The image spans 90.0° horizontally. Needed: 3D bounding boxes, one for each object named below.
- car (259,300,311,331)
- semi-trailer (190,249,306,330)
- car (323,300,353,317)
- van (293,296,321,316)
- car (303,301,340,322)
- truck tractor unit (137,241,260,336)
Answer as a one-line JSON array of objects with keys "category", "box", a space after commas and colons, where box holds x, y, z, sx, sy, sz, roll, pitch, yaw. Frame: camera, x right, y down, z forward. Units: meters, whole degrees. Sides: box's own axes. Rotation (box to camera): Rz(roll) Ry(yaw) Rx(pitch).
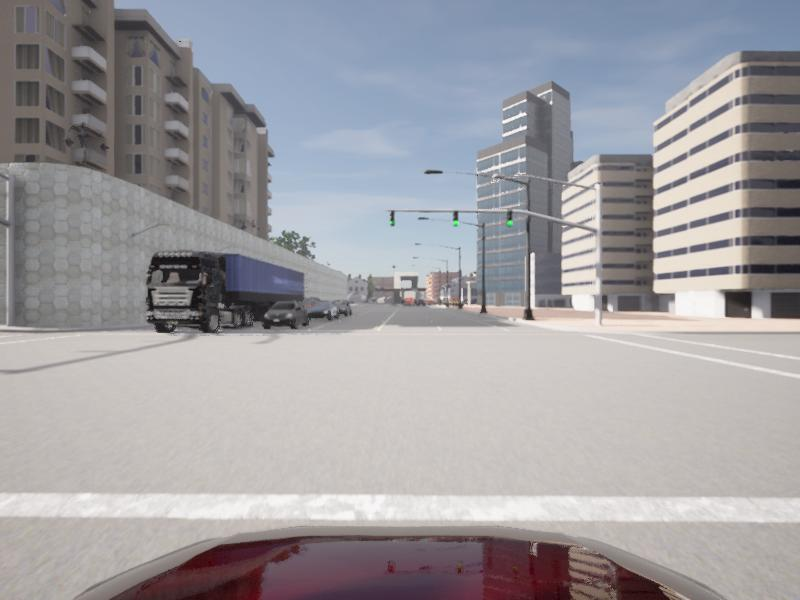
[{"category": "car", "box": [-6.428, 0.812, 22.755, 1.851, 1.617, 3.988, 0, 0, 0]}, {"category": "semi-trailer", "box": [-9.912, -0.588, 28.826, 2.717, 4.402, 14.254, 0, 0, 1]}, {"category": "car", "box": [-6.194, 0.794, 40.724, 2.242, 1.667, 4.611, 0, 0, 1]}, {"category": "van", "box": [-9.676, 0.639, 41.891, 1.775, 1.987, 4.442, 0, 0, 1]}, {"category": "car", "box": [-6.337, 0.855, 32.926, 2.038, 1.542, 4.974, 0, 0, 1]}, {"category": "truck tractor unit", "box": [-10.048, -0.497, 20.913, 3.053, 4.208, 6.516, 0, 0, 1]}]
